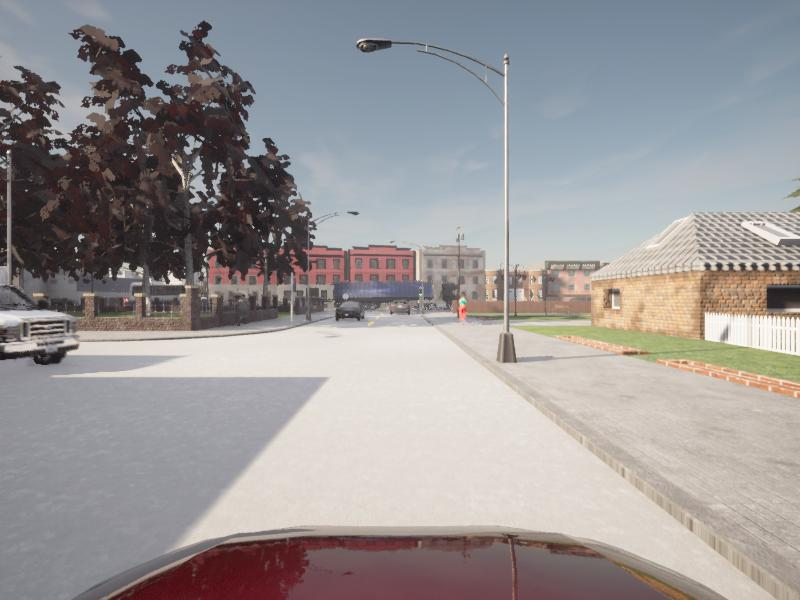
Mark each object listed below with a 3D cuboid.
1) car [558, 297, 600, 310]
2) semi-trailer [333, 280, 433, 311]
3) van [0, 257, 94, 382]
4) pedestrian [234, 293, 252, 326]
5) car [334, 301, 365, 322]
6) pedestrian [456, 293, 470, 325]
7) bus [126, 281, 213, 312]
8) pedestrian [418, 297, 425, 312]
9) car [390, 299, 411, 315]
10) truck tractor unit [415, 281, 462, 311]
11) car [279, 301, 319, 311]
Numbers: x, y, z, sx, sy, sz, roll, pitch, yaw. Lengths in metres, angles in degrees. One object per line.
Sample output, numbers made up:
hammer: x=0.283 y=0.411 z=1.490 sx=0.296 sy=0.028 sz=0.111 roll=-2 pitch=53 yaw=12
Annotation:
car: x=27.832 y=0.568 z=62.390 sx=5.566 sy=2.045 sz=2.150 roll=0 pitch=0 yaw=0
semi-trailer: x=-2.362 y=-0.618 z=58.379 sx=14.254 sy=4.402 sz=2.717 roll=0 pitch=0 yaw=0
van: x=-10.934 y=0.378 z=8.996 sx=6.366 sy=2.431 sz=2.351 roll=0 pitch=0 yaw=2
pedestrian: x=-8.949 y=0.534 z=22.839 sx=0.751 sy=1.860 sz=0.751 roll=0 pitch=0 yaw=-1
car: x=-3.932 y=0.823 z=32.016 sx=1.882 sy=1.535 sz=5.008 roll=0 pitch=0 yaw=0
pedestrian: x=3.753 y=0.533 z=23.921 sx=0.751 sy=1.860 sz=0.751 roll=0 pitch=0 yaw=1
bus: x=-33.511 y=-0.526 z=58.495 sx=10.273 sy=4.253 sz=3.944 roll=-1 pitch=0 yaw=0
pedestrian: x=2.682 y=0.524 z=50.103 sx=0.751 sy=1.860 sz=0.751 roll=0 pitch=0 yaw=21
car: x=0.038 y=0.757 z=45.518 sx=2.242 sy=1.667 sz=4.611 roll=0 pitch=0 yaw=0
truck tractor unit: x=5.552 y=-0.523 z=58.387 sx=6.516 sy=4.208 sz=3.053 roll=0 pitch=0 yaw=0
car: x=-14.718 y=0.895 z=58.363 sx=5.357 sy=1.411 sz=2.033 roll=0 pitch=0 yaw=0
